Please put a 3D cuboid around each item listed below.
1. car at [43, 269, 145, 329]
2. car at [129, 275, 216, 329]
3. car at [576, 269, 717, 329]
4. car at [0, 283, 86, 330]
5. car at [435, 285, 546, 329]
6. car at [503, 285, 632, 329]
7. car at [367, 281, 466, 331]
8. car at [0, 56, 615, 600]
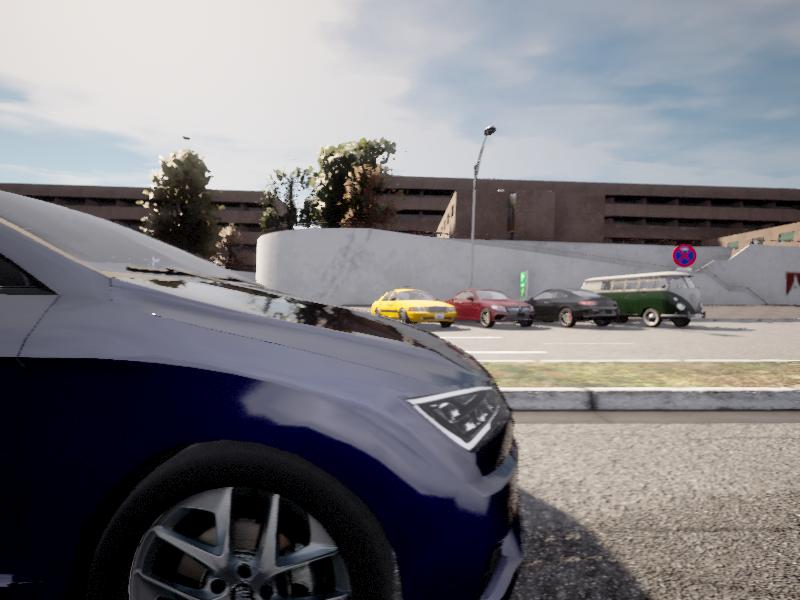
[{"bbox_3d":[-11.572,0.012,15.543,1.878,1.987,4.442,1,-1,-20],"label":"car"},{"bbox_3d":[-8.646,0.112,15.678,2.185,1.767,4.553,1,-1,-20],"label":"car"},{"bbox_3d":[9.276,-0.001,15.533,1.878,1.987,4.442,1,-1,-20],"label":"car"},{"bbox_3d":[-14.663,0.240,15.822,1.946,1.575,5.366,0,-1,-20],"label":"car"},{"bbox_3d":[3.277,0.270,15.644,2.002,1.452,4.674,1,-1,-20],"label":"car"},{"bbox_3d":[6.251,0.268,15.635,2.002,1.452,4.674,0,-1,-20],"label":"car"},{"bbox_3d":[0.364,0.226,15.469,1.946,1.575,5.366,1,-1,-20],"label":"car"},{"bbox_3d":[-1.671,0.256,1.700,4.193,1.474,1.816,0,0,0],"label":"car"}]
